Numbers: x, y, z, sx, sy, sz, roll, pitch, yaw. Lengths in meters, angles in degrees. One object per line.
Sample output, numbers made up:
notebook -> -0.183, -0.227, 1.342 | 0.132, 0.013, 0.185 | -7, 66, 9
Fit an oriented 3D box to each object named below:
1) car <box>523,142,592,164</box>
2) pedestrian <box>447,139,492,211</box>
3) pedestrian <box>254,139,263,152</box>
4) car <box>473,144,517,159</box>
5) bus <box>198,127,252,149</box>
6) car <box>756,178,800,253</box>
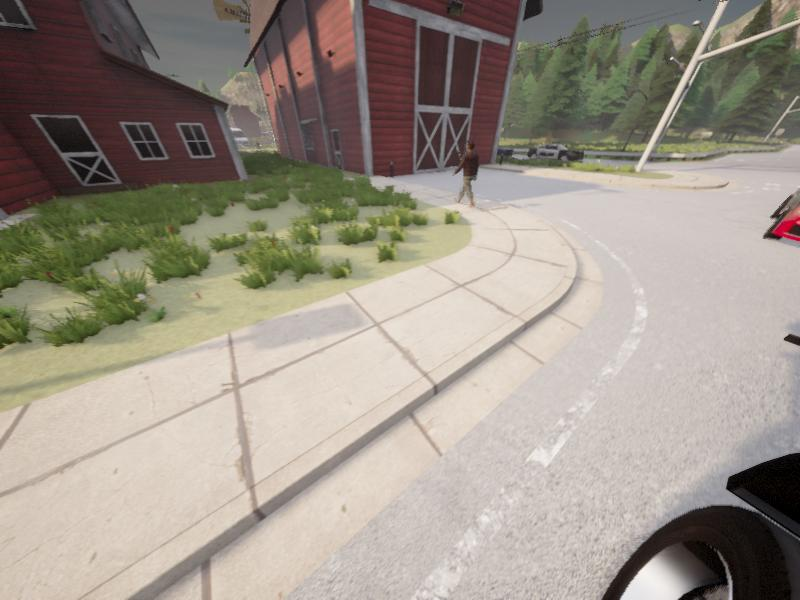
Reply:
car -> 15.727, -15.041, 23.480 | 1.930, 1.638, 5.238 | -22, 41, -27
pedestrian -> 2.125, -3.907, 7.236 | 0.751, 1.860, 0.751 | -20, 40, -25
pedestrian -> -24.517, -26.754, 40.013 | 0.751, 1.860, 0.751 | -21, 40, -26
car -> 11.568, -18.388, 28.546 | 1.895, 1.301, 4.718 | -22, 41, -27
bus -> -44.440, -41.556, 59.352 | 3.944, 4.253, 10.273 | 9, 36, 13
car -> 11.195, -2.292, 5.480 | 4.611, 1.667, 2.242 | -23, 41, -28
